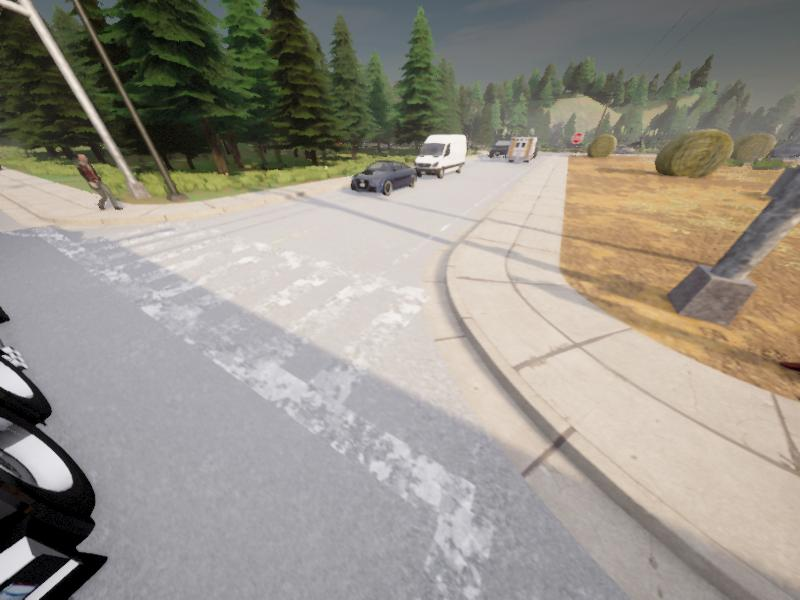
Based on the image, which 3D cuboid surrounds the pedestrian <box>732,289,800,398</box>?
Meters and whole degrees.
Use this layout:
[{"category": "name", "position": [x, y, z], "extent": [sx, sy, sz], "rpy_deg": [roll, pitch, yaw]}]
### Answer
[{"category": "pedestrian", "position": [4.375, 0.064, 1.944], "extent": [0.751, 1.860, 0.751], "rpy_deg": [6, 35, 9]}]

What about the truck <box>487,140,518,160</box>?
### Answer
[{"category": "truck", "position": [14.674, -21.465, 32.903], "extent": [2.390, 2.098, 6.274], "rpy_deg": [19, 39, 25]}]

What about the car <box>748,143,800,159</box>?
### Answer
[{"category": "car", "position": [51.707, -20.053, 31.054], "extent": [4.856, 1.649, 2.033], "rpy_deg": [21, 40, 27]}]

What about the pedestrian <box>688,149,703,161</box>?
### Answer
[{"category": "pedestrian", "position": [32.609, -15.985, 25.482], "extent": [0.500, 1.100, 0.500], "rpy_deg": [-20, 40, -26]}]

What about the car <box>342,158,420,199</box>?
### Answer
[{"category": "car", "position": [-0.780, -6.599, 12.301], "extent": [1.994, 1.385, 4.181], "rpy_deg": [19, 39, 25]}]

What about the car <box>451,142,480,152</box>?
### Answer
[{"category": "car", "position": [13.728, -32.119, 48.521], "extent": [5.238, 1.638, 1.930], "rpy_deg": [21, 40, 27]}]

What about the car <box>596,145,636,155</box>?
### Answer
[{"category": "car", "position": [36.708, -25.641, 39.428], "extent": [4.718, 1.301, 1.895], "rpy_deg": [21, 40, 27]}]

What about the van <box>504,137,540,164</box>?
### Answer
[{"category": "van", "position": [14.462, -17.683, 27.194], "extent": [2.351, 2.431, 6.366], "rpy_deg": [19, 39, 25]}]

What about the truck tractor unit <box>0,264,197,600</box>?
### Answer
[{"category": "truck tractor unit", "position": [-5.118, -0.290, 0.791], "extent": [6.516, 4.208, 3.053], "rpy_deg": [18, 39, 24]}]

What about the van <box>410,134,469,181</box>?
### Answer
[{"category": "van", "position": [3.073, -10.758, 17.223], "extent": [1.988, 2.561, 5.915], "rpy_deg": [19, 39, 25]}]

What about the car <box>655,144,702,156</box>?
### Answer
[{"category": "car", "position": [43.032, -23.299, 35.884], "extent": [4.193, 1.474, 1.816], "rpy_deg": [21, 40, 27]}]

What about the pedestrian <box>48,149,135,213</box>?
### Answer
[{"category": "pedestrian", "position": [-10.429, -4.055, 7.922], "extent": [0.751, 1.860, 0.751], "rpy_deg": [-1, 35, -1]}]

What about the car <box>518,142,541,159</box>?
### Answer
[{"category": "car", "position": [18.167, -20.998, 32.398], "extent": [1.905, 1.878, 3.866], "rpy_deg": [19, 39, 25]}]
